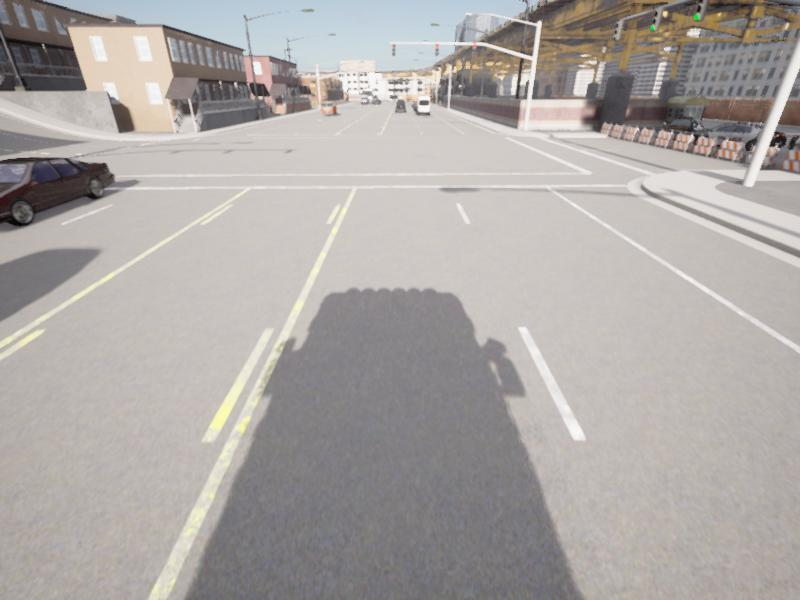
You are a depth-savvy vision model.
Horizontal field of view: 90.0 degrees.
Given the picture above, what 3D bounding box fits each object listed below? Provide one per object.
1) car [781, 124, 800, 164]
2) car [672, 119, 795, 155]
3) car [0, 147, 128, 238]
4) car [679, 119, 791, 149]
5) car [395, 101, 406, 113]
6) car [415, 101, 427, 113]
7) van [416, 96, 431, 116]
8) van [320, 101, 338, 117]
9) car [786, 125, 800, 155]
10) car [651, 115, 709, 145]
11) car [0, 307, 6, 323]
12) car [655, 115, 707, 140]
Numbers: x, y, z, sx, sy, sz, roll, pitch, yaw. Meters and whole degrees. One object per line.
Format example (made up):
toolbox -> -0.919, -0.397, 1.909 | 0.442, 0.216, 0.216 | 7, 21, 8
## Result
car -> 20.274, -7.269, 18.892 | 2.038, 1.542, 4.974 | 14, 30, 25
car -> 19.494, -9.732, 23.661 | 2.038, 1.542, 4.974 | -19, 33, -32
car -> -10.504, -3.276, 11.406 | 2.033, 1.411, 5.357 | -1, 27, -2
car -> 19.525, -9.853, 23.552 | 1.853, 1.218, 4.536 | -19, 33, -32
car -> 0.146, -33.775, 69.908 | 1.905, 1.878, 3.866 | 0, 27, 0
car -> 3.646, -33.936, 70.219 | 1.905, 1.878, 3.866 | 0, 27, 0
van -> 3.634, -30.467, 62.728 | 1.988, 2.561, 5.915 | 0, 27, 0
van -> -10.378, -28.077, 58.755 | 1.775, 1.987, 4.442 | 0, 28, 0
car -> 20.298, -7.430, 18.860 | 1.853, 1.218, 4.536 | 14, 30, 25
car -> 19.491, -11.848, 27.755 | 2.038, 1.542, 4.974 | 24, 36, 38
car -> -6.994, 0.659, 3.071 | 2.150, 2.045, 5.566 | 0, 27, 0
car -> 19.527, -12.005, 27.717 | 1.853, 1.218, 4.536 | 24, 36, 38
